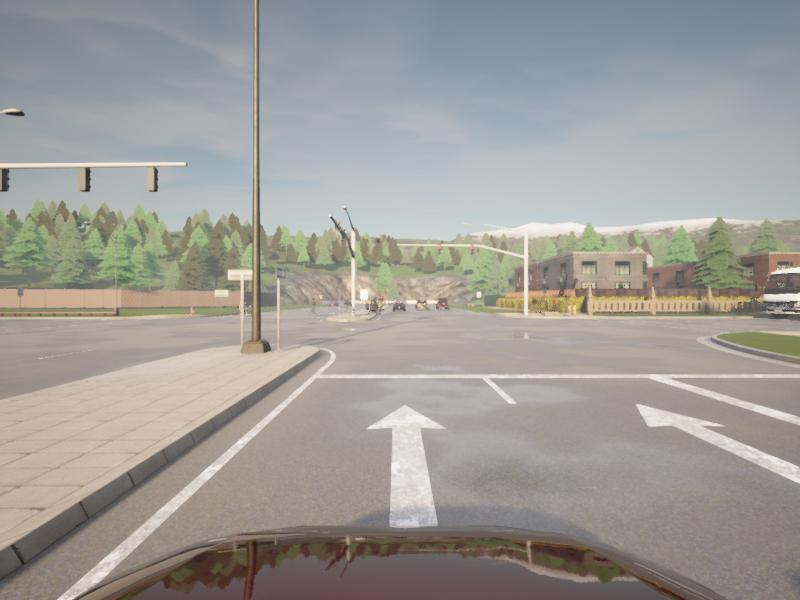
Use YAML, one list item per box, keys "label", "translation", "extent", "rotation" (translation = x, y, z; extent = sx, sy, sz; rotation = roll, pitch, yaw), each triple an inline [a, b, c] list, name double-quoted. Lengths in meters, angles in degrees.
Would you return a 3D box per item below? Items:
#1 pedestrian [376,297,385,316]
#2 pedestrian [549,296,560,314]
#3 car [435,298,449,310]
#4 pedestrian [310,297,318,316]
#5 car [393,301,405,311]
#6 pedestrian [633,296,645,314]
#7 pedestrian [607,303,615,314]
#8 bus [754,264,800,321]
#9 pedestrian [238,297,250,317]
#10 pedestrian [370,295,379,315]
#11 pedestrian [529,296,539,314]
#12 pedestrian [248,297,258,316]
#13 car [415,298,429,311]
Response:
- label: "pedestrian"
  translation: [-1.956, 0.637, 39.751]
  extent: [0.751, 1.860, 0.751]
  rotation: [0, 0, 5]
- label: "pedestrian"
  translation: [16.211, 0.485, 41.933]
  extent: [0.751, 1.860, 0.751]
  rotation: [0, 0, -16]
- label: "car"
  translation: [6.877, 0.646, 65.504]
  extent: [1.905, 1.878, 3.866]
  rotation: [0, 0, 0]
- label: "pedestrian"
  translation: [-8.353, 0.637, 38.725]
  extent: [0.751, 1.860, 0.751]
  rotation: [0, 0, -15]
- label: "car"
  translation: [-0.115, 0.854, 60.120]
  extent: [1.816, 1.474, 4.193]
  rotation: [0, 0, 0]
- label: "pedestrian"
  translation: [24.969, 0.485, 41.793]
  extent: [0.751, 1.860, 0.751]
  rotation: [0, 0, -1]
- label: "pedestrian"
  translation: [21.487, 0.865, 40.759]
  extent: [0.500, 1.100, 0.500]
  rotation: [0, 0, -7]
- label: "bus"
  translation: [34.916, -0.535, 31.702]
  extent: [10.273, 4.253, 3.944]
  rotation: [0, 0, -1]
- label: "pedestrian"
  translation: [-14.478, 0.637, 37.143]
  extent: [0.751, 1.860, 0.751]
  rotation: [0, 0, 2]
- label: "pedestrian"
  translation: [-2.502, 0.485, 39.158]
  extent: [0.751, 1.860, 0.751]
  rotation: [0, 0, 9]
- label: "pedestrian"
  translation: [13.840, 0.485, 41.288]
  extent: [0.751, 1.860, 0.751]
  rotation: [0, 0, -18]
- label: "pedestrian"
  translation: [-14.285, 0.645, 39.005]
  extent: [0.751, 1.860, 0.751]
  rotation: [0, 0, -5]
- label: "car"
  translation: [3.386, 0.655, 62.512]
  extent: [1.932, 1.855, 4.605]
  rotation: [0, 1, 0]
